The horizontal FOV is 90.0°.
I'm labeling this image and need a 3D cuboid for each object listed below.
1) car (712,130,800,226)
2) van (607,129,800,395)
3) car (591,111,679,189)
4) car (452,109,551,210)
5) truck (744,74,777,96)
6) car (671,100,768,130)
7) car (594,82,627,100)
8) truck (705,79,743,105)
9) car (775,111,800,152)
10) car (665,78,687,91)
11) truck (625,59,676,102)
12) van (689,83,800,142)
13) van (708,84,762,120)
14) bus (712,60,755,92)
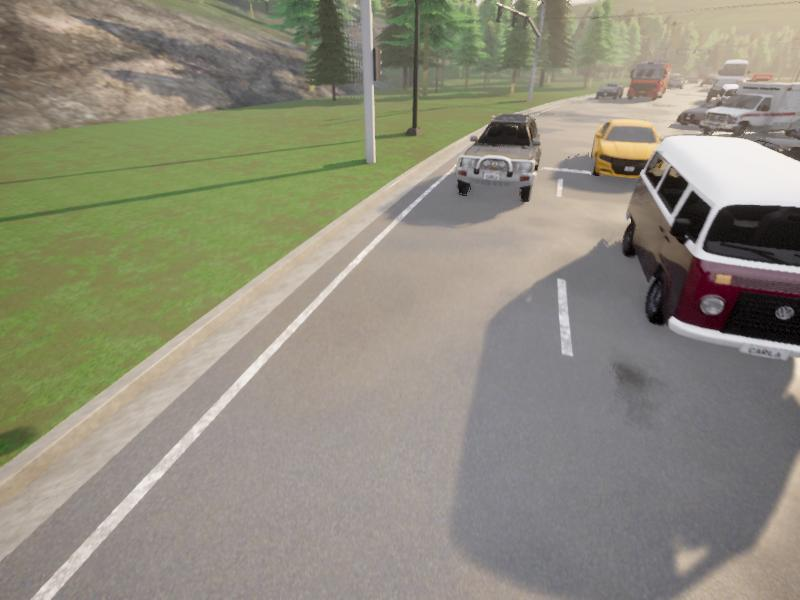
[{"bbox_3d":[9.950,-3.256,10.267,1.816,1.474,4.193,11,32,18],"label":"car"},{"bbox_3d":[4.609,-1.014,5.786,2.069,2.038,4.480,10,32,16],"label":"van"},{"bbox_3d":[7.737,-5.309,13.693,1.882,1.535,5.008,12,33,19],"label":"car"},{"bbox_3d":[3.046,-4.251,11.486,1.932,1.855,4.605,11,31,17],"label":"car"},{"bbox_3d":[49.504,-29.686,55.061,2.627,2.467,5.204,21,36,31],"label":"truck"},{"bbox_3d":[18.954,-11.065,23.865,4.181,1.385,1.994,-6,31,-10],"label":"car"},{"bbox_3d":[24.074,-23.887,45.640,2.152,1.651,5.027,20,36,30],"label":"car"},{"bbox_3d":[33.294,-21.453,41.119,2.390,2.098,6.274,20,36,30],"label":"truck"},{"bbox_3d":[18.661,-7.261,17.187,3.633,1.501,1.845,-11,32,-19],"label":"car"},{"bbox_3d":[45.680,-35.666,66.094,2.152,1.651,5.027,21,36,31],"label":"car"},{"bbox_3d":[28.137,-24.647,44.810,2.891,3.827,8.468,21,36,30],"label":"truck"},{"bbox_3d":[18.713,-9.649,20.387,6.366,2.431,2.351,-8,31,-14],"label":"van"},{"bbox_3d":[24.292,-14.530,29.203,2.069,2.038,4.480,17,34,26],"label":"van"},{"bbox_3d":[53.634,-36.146,64.414,3.944,4.253,10.273,21,36,31],"label":"bus"}]
